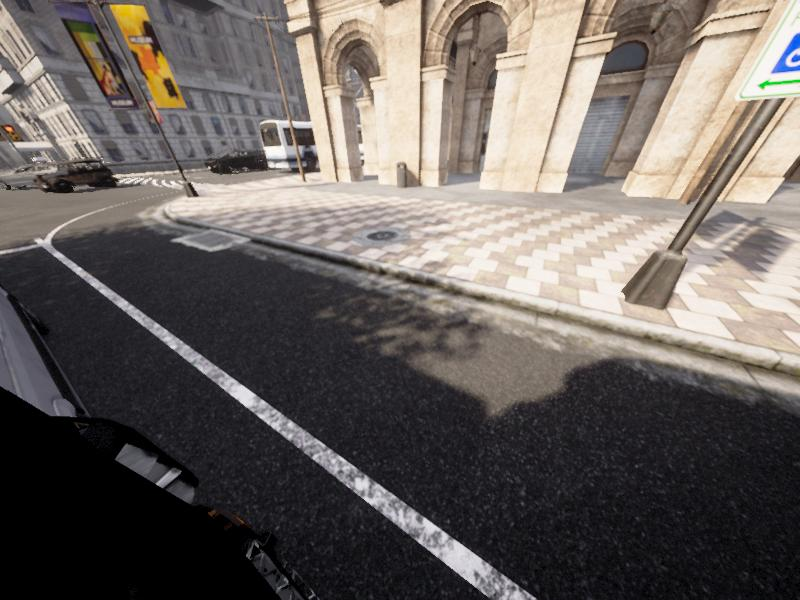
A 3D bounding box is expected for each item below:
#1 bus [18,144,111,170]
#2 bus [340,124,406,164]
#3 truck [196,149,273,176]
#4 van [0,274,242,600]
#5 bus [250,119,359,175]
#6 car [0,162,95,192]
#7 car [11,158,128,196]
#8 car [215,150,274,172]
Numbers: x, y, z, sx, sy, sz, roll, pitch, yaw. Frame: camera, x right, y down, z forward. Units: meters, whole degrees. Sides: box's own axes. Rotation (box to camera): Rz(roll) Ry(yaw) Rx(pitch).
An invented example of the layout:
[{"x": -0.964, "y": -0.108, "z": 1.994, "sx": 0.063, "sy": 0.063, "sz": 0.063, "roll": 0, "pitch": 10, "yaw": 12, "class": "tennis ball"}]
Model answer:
[{"x": -71.763, "y": -31.137, "z": 49.966, "sx": 3.944, "sy": 4.253, "sz": 10.273, "roll": 17, "pitch": 38, "yaw": 26, "class": "bus"}, {"x": -3.434, "y": -22.878, "z": 34.070, "sx": 3.944, "sy": 4.253, "sz": 10.273, "roll": 17, "pitch": 38, "yaw": 26, "class": "bus"}, {"x": -17.860, "y": -15.271, "z": 25.493, "sx": 2.390, "sy": 2.098, "sz": 6.274, "roll": 16, "pitch": 38, "yaw": 25, "class": "truck"}, {"x": -4.027, "y": 0.377, "z": 1.204, "sx": 5.915, "sy": 2.561, "sz": 1.988, "roll": 17, "pitch": 38, "yaw": 25, "class": "van"}, {"x": -9.602, "y": -16.873, "z": 25.500, "sx": 3.944, "sy": 4.253, "sz": 10.273, "roll": 17, "pitch": 38, "yaw": 26, "class": "bus"}, {"x": -29.487, "y": -10.082, "z": 18.853, "sx": 5.027, "sy": 1.651, "sz": 2.152, "roll": -19, "pitch": 38, "yaw": -24, "class": "car"}, {"x": -22.752, "y": -8.713, "z": 16.220, "sx": 1.905, "sy": 1.878, "sz": 3.866, "roll": 8, "pitch": 35, "yaw": 15, "class": "car"}, {"x": -19.390, "y": -17.660, "z": 29.166, "sx": 2.150, "sy": 2.045, "sz": 5.566, "roll": 16, "pitch": 38, "yaw": 25, "class": "car"}]
